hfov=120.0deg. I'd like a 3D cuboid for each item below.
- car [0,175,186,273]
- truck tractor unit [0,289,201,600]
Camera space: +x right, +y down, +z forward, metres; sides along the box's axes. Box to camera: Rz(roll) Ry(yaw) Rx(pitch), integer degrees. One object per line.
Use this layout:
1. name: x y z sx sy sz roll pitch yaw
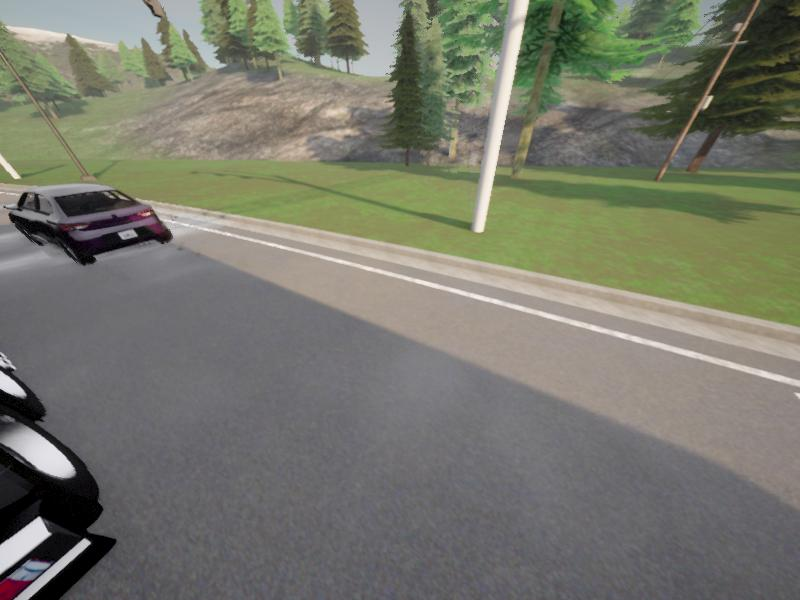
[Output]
1. car: -8.081 -2.157 5.897 4.193 1.474 1.816 15 38 21
2. truck tractor unit: -5.160 -0.247 0.717 6.516 4.208 3.053 16 39 22
